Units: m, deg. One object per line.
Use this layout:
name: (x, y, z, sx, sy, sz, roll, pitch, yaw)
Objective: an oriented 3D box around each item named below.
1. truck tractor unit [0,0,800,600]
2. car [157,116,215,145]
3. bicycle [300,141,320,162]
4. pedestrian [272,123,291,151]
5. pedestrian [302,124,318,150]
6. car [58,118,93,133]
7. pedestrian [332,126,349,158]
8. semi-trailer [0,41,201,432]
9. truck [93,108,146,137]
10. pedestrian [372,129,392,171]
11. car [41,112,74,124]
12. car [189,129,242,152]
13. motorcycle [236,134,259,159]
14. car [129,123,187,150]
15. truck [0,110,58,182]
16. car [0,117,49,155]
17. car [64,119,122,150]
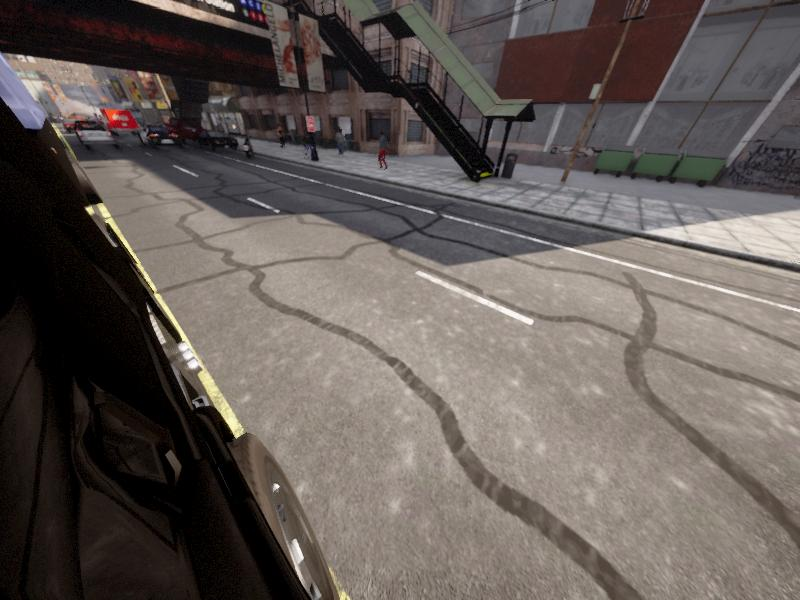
truck tractor unit: (-2.645, -0.295, 0.352, 6.516, 4.208, 3.053, 28, 44, 30)
car: (-21.378, -16.893, 23.027, 5.566, 2.045, 2.435, 28, 43, 29)
bicycle: (-5.867, -9.722, 15.110, 1.643, 1.024, 0.373, 28, 33, 29)
pedestrian: (-9.932, -13.645, 19.343, 0.751, 1.860, 0.751, 31, 45, 32)
pedestrian: (-8.099, -14.671, 20.840, 0.751, 1.860, 0.751, 30, 44, 31)
car: (-39.941, -21.429, 28.408, 4.718, 1.301, 1.895, 28, 44, 30)
pedestrian: (-4.382, -11.633, 17.045, 0.751, 1.860, 0.751, -26, 46, -33)
semi-trailer: (-8.688, -3.625, 4.219, 14.254, 4.402, 2.717, 28, 44, 30)
truck: (-33.025, -20.937, 27.253, 5.204, 2.467, 2.627, 28, 44, 30)
pedestrian: (-0.987, -8.302, 12.836, 0.751, 1.860, 0.751, 27, 43, 28)
car: (-67.110, -35.624, 45.258, 4.611, 1.667, 2.242, 20, 40, 21)
car: (-15.706, -13.579, 19.610, 4.718, 1.301, 1.895, 28, 43, 29)
motorcycle: (-10.722, -10.861, 16.315, 0.764, 1.277, 2.356, -11, 39, -18)
car: (-19.900, -13.477, 18.996, 4.974, 1.542, 2.038, 29, 44, 30)
truck: (-16.921, -6.527, 9.497, 6.274, 2.098, 2.390, 28, 44, 30)
car: (-24.076, -10.274, 14.340, 5.238, 1.638, 1.930, 29, 44, 30)
car: (-23.004, -12.441, 17.333, 3.988, 1.617, 1.851, 29, 44, 30)
